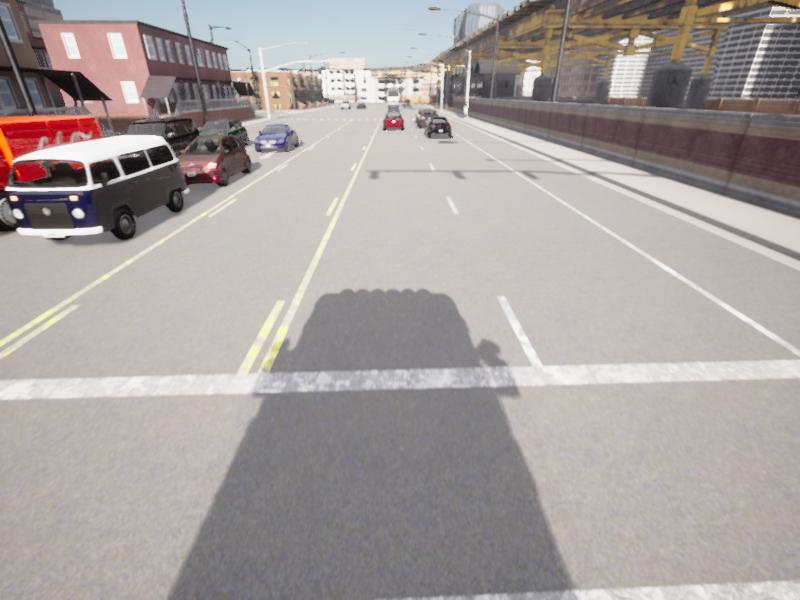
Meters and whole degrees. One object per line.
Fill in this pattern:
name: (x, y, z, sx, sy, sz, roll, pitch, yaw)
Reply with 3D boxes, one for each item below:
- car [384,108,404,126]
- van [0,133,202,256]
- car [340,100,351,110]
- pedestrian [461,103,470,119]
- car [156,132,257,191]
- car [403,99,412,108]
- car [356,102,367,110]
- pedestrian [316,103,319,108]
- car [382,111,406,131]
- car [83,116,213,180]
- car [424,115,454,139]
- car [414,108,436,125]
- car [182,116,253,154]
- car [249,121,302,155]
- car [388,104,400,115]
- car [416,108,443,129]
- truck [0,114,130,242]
car: (-0.711, -20.575, 44.879, 2.128, 1.511, 4.902, 0, 27, -1)
van: (-7.133, -2.856, 9.929, 2.069, 2.038, 4.480, 0, 27, -1)
car: (-11.929, -42.967, 87.959, 1.932, 1.855, 4.605, 0, 27, -1)
pedestrian: (8.362, -24.150, 51.032, 0.751, 1.860, 0.751, -10, 29, -19)
car: (-7.224, -5.476, 15.486, 1.851, 1.617, 3.988, 0, 27, -1)
car: (1.868, -49.337, 100.300, 1.905, 1.878, 3.866, 0, 27, -1)
car: (-8.425, -42.686, 87.937, 1.994, 1.385, 4.181, 0, 27, -1)
pedestrian: (-18.811, -44.487, 91.386, 0.500, 1.100, 0.500, -13, 30, -23)
car: (-0.605, -17.298, 38.552, 2.163, 1.488, 4.792, 0, 27, -1)
car: (-10.742, -6.918, 17.812, 2.150, 2.045, 5.566, 0, 27, -1)
car: (3.008, -13.784, 31.769, 1.812, 1.442, 4.674, 0, 27, -1)
car: (2.771, -21.181, 46.049, 2.128, 1.511, 4.902, 0, 27, -1)
car: (-10.870, -10.118, 24.298, 2.097, 1.767, 4.553, 0, 27, -1)
car: (-7.355, -9.837, 24.129, 1.812, 1.442, 4.674, -1, 27, -1)
car: (-1.056, -31.313, 65.690, 1.882, 1.535, 5.008, 0, 27, -1)
car: (2.874, -18.140, 39.973, 2.242, 1.667, 4.611, -1, 27, -1)
truck: (-10.525, -3.505, 10.726, 2.627, 2.467, 5.204, 0, 27, 0)
